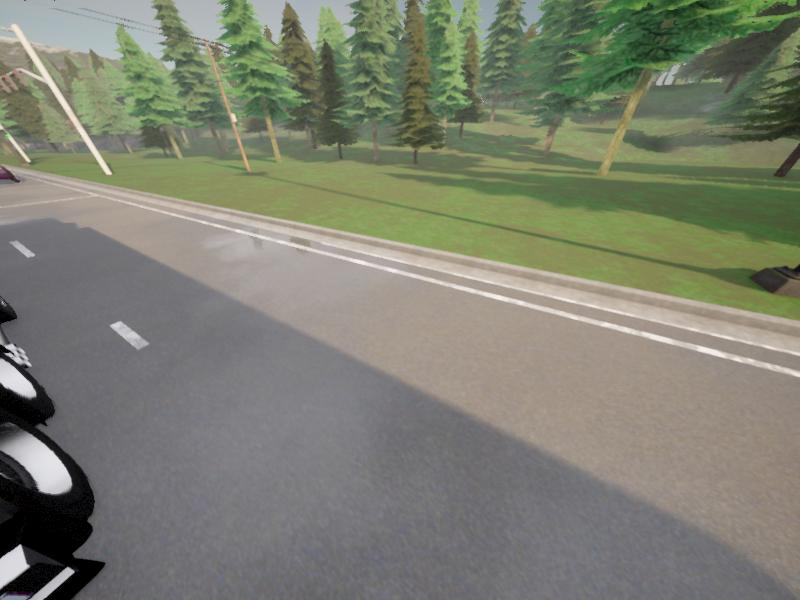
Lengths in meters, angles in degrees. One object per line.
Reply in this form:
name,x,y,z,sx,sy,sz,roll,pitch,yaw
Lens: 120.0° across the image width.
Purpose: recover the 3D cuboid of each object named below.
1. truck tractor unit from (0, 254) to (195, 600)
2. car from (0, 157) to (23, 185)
truck tractor unit,-5.094,-0.318,0.802,6.516,4.208,3.053,19,39,25
car,-27.671,-8.601,15.300,4.193,1.474,1.816,17,38,23
